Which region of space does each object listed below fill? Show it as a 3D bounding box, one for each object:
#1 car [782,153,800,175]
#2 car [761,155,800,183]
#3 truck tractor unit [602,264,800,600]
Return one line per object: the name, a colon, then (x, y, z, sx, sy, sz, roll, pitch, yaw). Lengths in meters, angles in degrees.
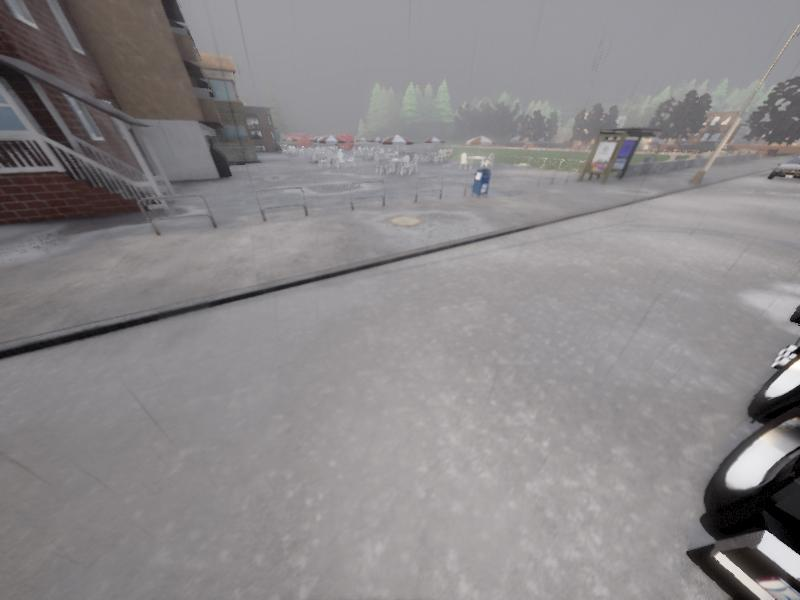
car: (35.928, -11.848, 20.012, 4.514, 1.525, 2.007, -18, 39, -24)
car: (29.156, -9.585, 16.817, 5.357, 1.411, 2.033, -18, 39, -24)
truck tractor unit: (5.108, -0.303, 0.785, 6.516, 4.208, 3.053, -18, 39, -24)
